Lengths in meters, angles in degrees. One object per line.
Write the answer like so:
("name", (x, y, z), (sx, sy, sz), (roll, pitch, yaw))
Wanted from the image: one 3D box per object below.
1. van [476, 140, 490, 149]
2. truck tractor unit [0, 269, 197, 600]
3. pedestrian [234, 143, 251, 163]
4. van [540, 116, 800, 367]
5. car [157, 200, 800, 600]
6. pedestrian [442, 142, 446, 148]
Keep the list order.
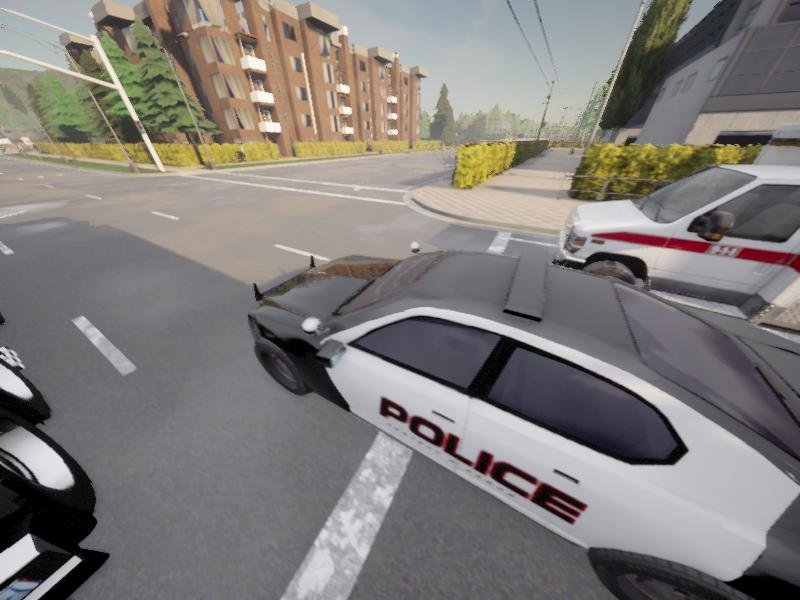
("van", (22.087, -41.376, 61.402), (2.069, 2.038, 4.480), (19, 39, 25))
("truck tractor unit", (-5.119, -0.293, 0.768), (6.516, 4.208, 3.053), (18, 39, 24))
("pedestrian", (-17.596, -16.486, 25.880), (0.751, 1.860, 0.751), (19, 39, 25))
("van", (5.740, -0.663, 2.773), (6.366, 2.431, 2.351), (18, 39, 25))
("car", (0.540, 0.316, 2.204), (4.974, 1.542, 2.038), (18, 39, 23))
("pedestrian", (12.968, -45.624, 67.915), (0.751, 1.300, 0.751), (18, 39, 25))
